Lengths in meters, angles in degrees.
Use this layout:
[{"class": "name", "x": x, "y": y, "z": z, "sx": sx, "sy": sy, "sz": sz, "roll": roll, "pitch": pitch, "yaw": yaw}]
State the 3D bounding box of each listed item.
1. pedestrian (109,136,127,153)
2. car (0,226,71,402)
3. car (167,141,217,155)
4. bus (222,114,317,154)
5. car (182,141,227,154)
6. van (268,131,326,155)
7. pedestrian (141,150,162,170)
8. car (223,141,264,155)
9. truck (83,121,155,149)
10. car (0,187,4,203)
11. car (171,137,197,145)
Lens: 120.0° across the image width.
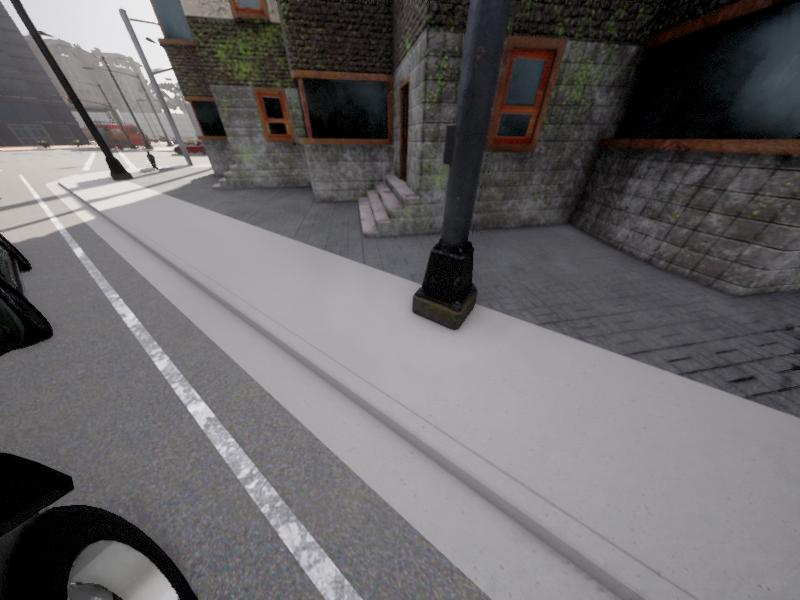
[{"class": "pedestrian", "x": -39.277, "y": -21.690, "z": 32.201, "sx": 0.751, "sy": 1.860, "sz": 0.751, "roll": -26, "pitch": 43, "yaw": -32}, {"class": "car", "x": -6.733, "y": -0.426, "z": 2.653, "sx": 5.566, "sy": 2.045, "sz": 2.150, "roll": 22, "pitch": 40, "yaw": 27}, {"class": "car", "x": -26.330, "y": -19.371, "z": 29.424, "sx": 4.193, "sy": 1.474, "sz": 1.816, "roll": -6, "pitch": 36, "yaw": -8}, {"class": "bus", "x": -17.699, "y": -23.383, "z": 32.687, "sx": 10.273, "sy": 4.253, "sz": 3.944, "roll": -6, "pitch": 36, "yaw": -8}, {"class": "car", "x": -27.168, "y": -21.305, "z": 32.233, "sx": 4.181, "sy": 1.385, "sz": 1.994, "roll": -6, "pitch": 36, "yaw": -8}, {"class": "van", "x": -13.580, "y": -21.092, "z": 31.003, "sx": 6.366, "sy": 2.431, "sz": 2.351, "roll": -6, "pitch": 36, "yaw": -8}, {"class": "pedestrian", "x": -17.083, "y": -9.632, "z": 15.876, "sx": 0.500, "sy": 1.100, "sz": 0.500, "roll": 24, "pitch": 41, "yaw": 29}, {"class": "car", "x": -20.369, "y": -19.970, "z": 30.308, "sx": 3.806, "sy": 1.475, "sz": 1.970, "roll": -6, "pitch": 36, "yaw": -8}, {"class": "truck", "x": -49.812, "y": -29.605, "z": 41.537, "sx": 2.891, "sy": 3.827, "sz": 8.468, "roll": -5, "pitch": 36, "yaw": -8}, {"class": "car", "x": -17.866, "y": -4.754, "z": 9.061, "sx": 4.674, "sy": 1.442, "sz": 1.812, "roll": 22, "pitch": 41, "yaw": 28}, {"class": "car", "x": -52.417, "y": -38.596, "z": 56.153, "sx": 2.038, "sy": 1.542, "sz": 4.974, "roll": -3, "pitch": 35, "yaw": -6}]
